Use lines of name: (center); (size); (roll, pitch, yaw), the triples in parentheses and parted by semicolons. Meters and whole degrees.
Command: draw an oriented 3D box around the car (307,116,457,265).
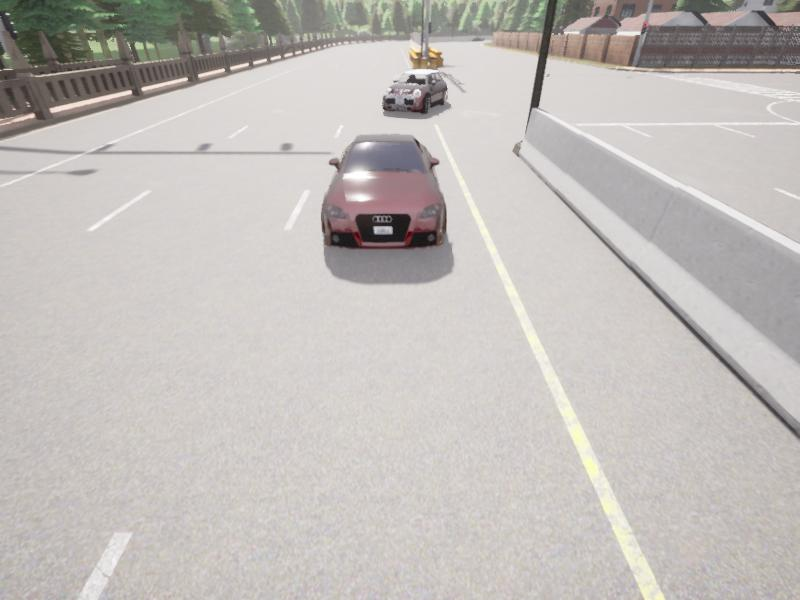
car: (-0.276, -2.287, 7.442); (1.994, 1.385, 4.181); (0, 34, -1)

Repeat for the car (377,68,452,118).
car: (0.715, -9.201, 17.590); (1.970, 1.475, 3.806); (13, 36, 19)
